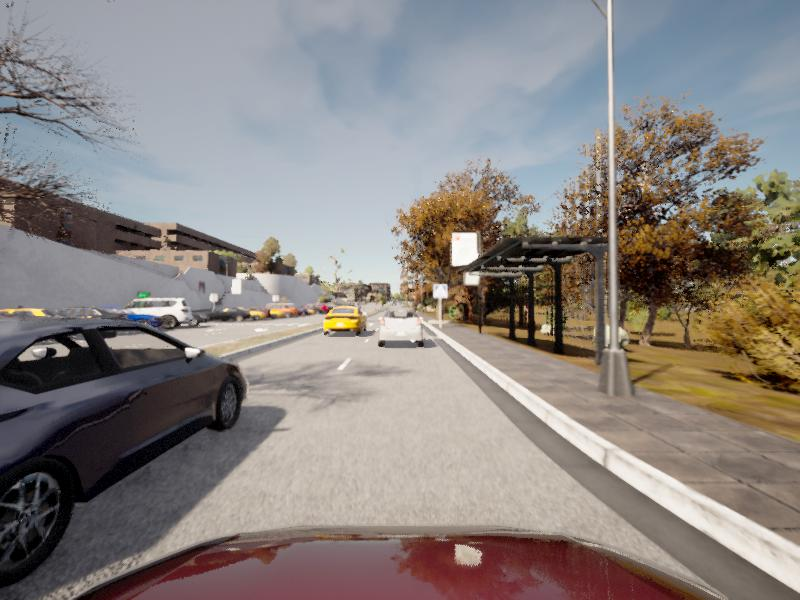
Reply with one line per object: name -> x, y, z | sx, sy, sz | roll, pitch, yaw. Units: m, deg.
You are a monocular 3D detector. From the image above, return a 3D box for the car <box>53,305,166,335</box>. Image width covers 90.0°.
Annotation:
car -> -16.860, 1.127, 23.596 | 5.008, 1.535, 2.097 | 0, -1, -20

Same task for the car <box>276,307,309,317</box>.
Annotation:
car -> -16.782, 1.816, 62.353 | 4.792, 1.488, 2.163 | -1, -1, -20

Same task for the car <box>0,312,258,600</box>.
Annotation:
car -> -2.994, 0.891, 3.751 | 1.816, 1.474, 4.193 | 0, -1, 0

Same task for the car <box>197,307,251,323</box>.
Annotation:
car -> -16.812, 1.406, 38.500 | 4.674, 1.452, 2.002 | 0, -1, -20

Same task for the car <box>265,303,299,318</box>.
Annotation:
car -> -16.666, 1.473, 56.453 | 4.442, 1.987, 1.878 | 0, -1, -20

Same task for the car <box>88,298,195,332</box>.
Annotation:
car -> -16.876, 0.918, 26.564 | 5.566, 2.045, 2.435 | -1, -1, -20

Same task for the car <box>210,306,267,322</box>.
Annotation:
car -> -16.635, 1.416, 41.548 | 5.366, 1.575, 1.946 | 0, -1, -20

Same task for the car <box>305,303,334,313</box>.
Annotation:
car -> -16.681, 1.697, 83.275 | 5.566, 2.045, 2.435 | -1, -1, -20

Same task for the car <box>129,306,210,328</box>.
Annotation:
car -> -16.849, 1.217, 29.561 | 4.892, 1.521, 2.231 | 0, -1, -20

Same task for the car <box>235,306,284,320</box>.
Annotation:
car -> -16.620, 1.533, 47.513 | 5.366, 1.575, 1.946 | 0, -1, -20

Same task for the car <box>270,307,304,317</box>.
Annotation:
car -> -16.758, 1.783, 59.381 | 4.674, 1.452, 2.002 | 0, -1, -20

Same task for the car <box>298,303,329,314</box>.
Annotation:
car -> -16.747, 1.669, 77.279 | 5.566, 2.045, 2.435 | -1, 0, -20

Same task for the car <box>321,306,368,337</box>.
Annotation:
car -> -2.960, 1.098, 22.299 | 1.882, 1.535, 5.008 | 0, 0, 0

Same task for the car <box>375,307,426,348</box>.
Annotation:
car -> 0.028, 1.024, 16.402 | 1.845, 1.501, 3.633 | 0, -1, 0

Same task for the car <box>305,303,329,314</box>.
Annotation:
car -> -16.605, 1.708, 80.322 | 4.442, 1.987, 1.878 | -1, -1, -20

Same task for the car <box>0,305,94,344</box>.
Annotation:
car -> -17.043, 1.045, 17.564 | 5.366, 1.575, 1.946 | -1, 0, -20

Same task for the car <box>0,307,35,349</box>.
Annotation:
car -> -16.902, 1.038, 14.634 | 4.792, 1.488, 2.163 | -1, -1, -20

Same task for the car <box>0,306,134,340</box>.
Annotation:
car -> -16.855, 1.087, 20.611 | 4.892, 1.521, 2.231 | -1, -1, -20

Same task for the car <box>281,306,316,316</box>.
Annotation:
car -> -16.576, 1.816, 65.422 | 5.366, 1.575, 1.946 | -1, -1, -20

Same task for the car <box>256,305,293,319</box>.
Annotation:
car -> -16.751, 1.522, 53.425 | 4.553, 1.767, 2.185 | 0, -1, -20

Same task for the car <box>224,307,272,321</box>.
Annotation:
car -> -16.827, 1.508, 44.452 | 4.792, 1.488, 2.163 | 0, -1, -20
